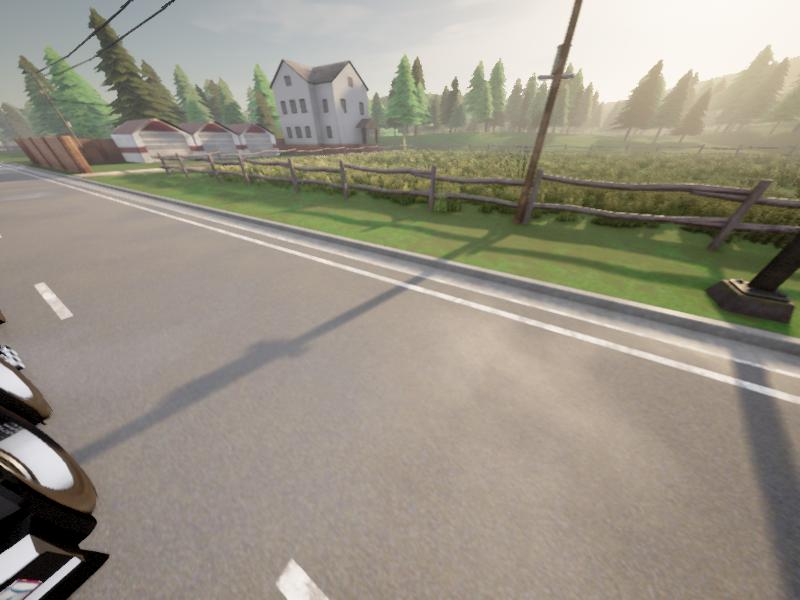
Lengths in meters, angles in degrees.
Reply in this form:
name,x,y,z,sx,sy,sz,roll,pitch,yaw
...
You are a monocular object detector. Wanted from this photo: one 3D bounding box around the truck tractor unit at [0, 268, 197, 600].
name,x,y,z,sx,sy,sz,roll,pitch,yaw
truck tractor unit,-5.115,-0.298,0.769,6.516,4.208,3.053,18,39,24
